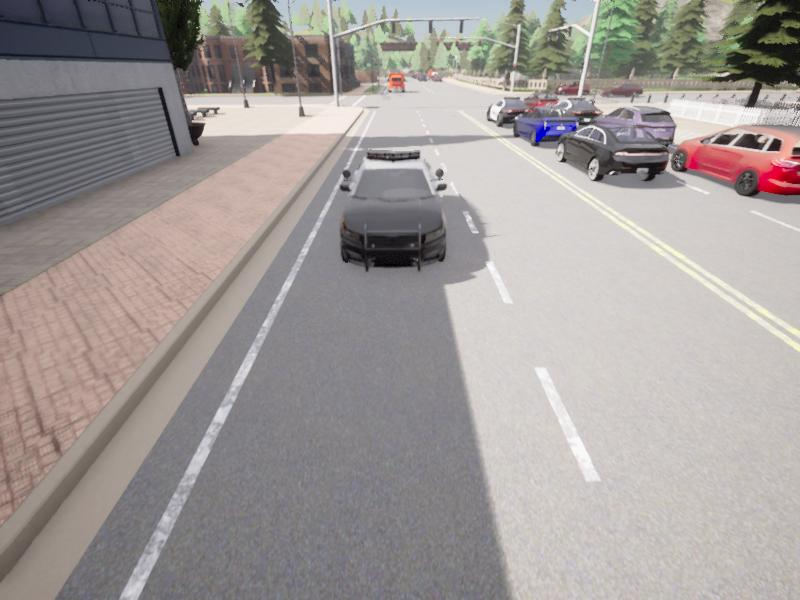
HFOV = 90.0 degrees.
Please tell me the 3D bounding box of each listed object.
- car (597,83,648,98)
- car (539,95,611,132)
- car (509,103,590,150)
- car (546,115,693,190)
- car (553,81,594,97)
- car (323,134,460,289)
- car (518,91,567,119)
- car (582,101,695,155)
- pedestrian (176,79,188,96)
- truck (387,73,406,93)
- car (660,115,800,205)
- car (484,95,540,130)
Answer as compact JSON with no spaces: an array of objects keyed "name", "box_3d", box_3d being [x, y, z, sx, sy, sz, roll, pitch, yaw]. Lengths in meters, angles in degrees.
[{"name":"car","box_3d":[25.593,-24.190,46.179,4.674,1.442,1.812,0,30,0]},{"name":"car","box_3d":[10.257,-11.249,23.929,2.038,1.542,4.974,-1,30,0]},{"name":"car","box_3d":[6.794,-8.252,18.800,2.007,1.525,4.514,-1,30,0]},{"name":"car","box_3d":[6.835,-5.054,13.290,2.128,1.511,4.902,-1,30,0]},{"name":"car","box_3d":[21.246,-26.008,49.214,3.988,1.617,1.851,1,30,2]},{"name":"car","box_3d":[-0.129,-2.206,8.329,1.930,1.638,5.238,-1,30,0]},{"name":"car","box_3d":[10.281,-14.370,29.328,2.007,1.525,4.514,0,30,1]},{"name":"car","box_3d":[10.300,-7.806,17.884,2.033,1.649,4.856,0,30,0]},{"name":"pedestrian","box_3d":[-28.669,-27.931,52.586,0.751,1.860,0.751,-7,31,-11]},{"name":"truck","box_3d":[-0.505,-32.089,59.136,2.627,2.467,5.204,0,30,0]},{"name":"car","box_3d":[10.347,-4.302,11.784,2.242,1.667,4.611,-1,30,0]},{"name":"car","box_3d":[6.751,-11.751,24.843,2.038,1.542,4.974,-1,30,0]}]
